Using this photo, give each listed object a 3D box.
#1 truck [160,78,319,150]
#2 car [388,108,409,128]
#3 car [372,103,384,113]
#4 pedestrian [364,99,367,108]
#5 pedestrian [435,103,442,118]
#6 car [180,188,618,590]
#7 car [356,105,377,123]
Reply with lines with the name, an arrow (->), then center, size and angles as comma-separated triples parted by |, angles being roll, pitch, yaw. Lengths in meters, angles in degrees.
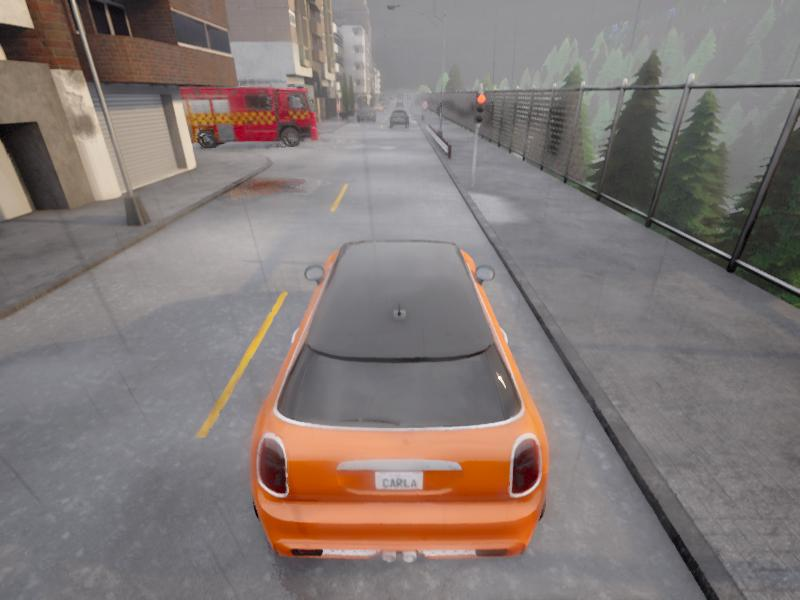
truck -> -9.633, -11.798, 25.345 | 8.468, 3.827, 2.891 | -4, 28, -8
car -> -0.069, -18.997, 41.737 | 2.033, 1.649, 4.856 | 1, 27, 1
car -> -4.013, -35.017, 72.962 | 1.801, 1.575, 5.366 | 0, 27, 0
pedestrian -> -8.311, -47.207, 96.068 | 0.751, 1.860, 0.751 | 0, 27, -1
pedestrian -> 5.147, -25.263, 53.380 | 0.751, 1.860, 0.751 | -1, 27, -1
car -> -0.003, 0.150, 4.345 | 2.097, 1.767, 4.553 | 0, 27, 0
car -> -4.003, -22.548, 48.456 | 2.097, 1.767, 4.553 | 0, 27, 0
